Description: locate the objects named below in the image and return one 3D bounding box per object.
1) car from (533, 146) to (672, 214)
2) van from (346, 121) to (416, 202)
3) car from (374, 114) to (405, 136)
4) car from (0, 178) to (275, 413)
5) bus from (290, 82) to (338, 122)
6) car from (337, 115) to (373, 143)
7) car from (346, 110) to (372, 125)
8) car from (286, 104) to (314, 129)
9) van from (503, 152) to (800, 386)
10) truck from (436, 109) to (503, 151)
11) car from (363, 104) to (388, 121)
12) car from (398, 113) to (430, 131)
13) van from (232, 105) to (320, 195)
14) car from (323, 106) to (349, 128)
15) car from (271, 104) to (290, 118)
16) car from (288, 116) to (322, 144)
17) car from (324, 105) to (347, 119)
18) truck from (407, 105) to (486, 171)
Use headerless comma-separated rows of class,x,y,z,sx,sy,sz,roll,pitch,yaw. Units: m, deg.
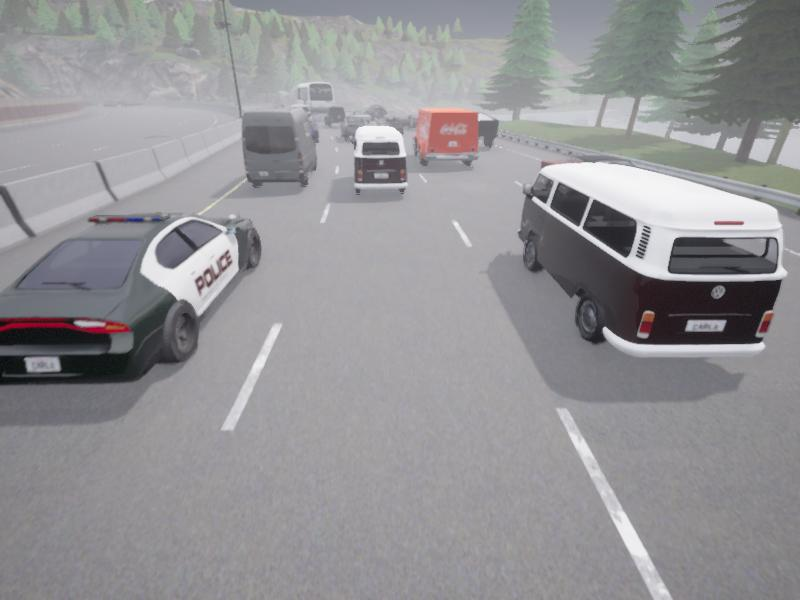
car,6.362,-4.157,13.355,1.895,1.301,4.718,-2,27,-4
van,-0.782,-5.117,14.322,2.069,2.038,4.480,-2,28,-5
car,-0.921,-14.975,34.086,1.816,1.474,4.193,-6,28,-11
car,-3.661,-0.630,6.102,2.038,1.542,4.974,-1,27,-2
bus,-11.344,-25.943,52.229,3.944,4.253,10.273,-10,29,-19
car,-3.416,-12.808,29.800,2.128,1.511,4.902,-5,28,-10
car,-4.823,-21.217,46.360,1.895,1.301,4.718,-8,29,-17
car,-10.244,-18.831,40.834,2.150,2.045,5.566,-7,29,-15
van,3.333,-0.927,6.225,2.069,2.038,4.480,0,27,-1
truck,4.363,-11.501,26.724,2.390,2.098,6.274,-4,28,-9
car,-3.149,-24.112,51.373,1.932,1.855,4.605,-9,29,-18
car,1.291,-17.452,39.125,1.895,1.301,4.718,-7,28,-13
van,-4.439,-6.041,15.517,1.988,2.561,5.915,-2,28,-5
car,-6.548,-18.639,40.676,1.905,1.878,3.866,-7,28,-15
car,-17.032,-26.918,56.936,1.851,1.617,3.988,-11,29,-22
car,-6.713,-12.213,28.585,2.007,1.525,4.514,-5,28,-10
car,-9.060,-26.465,56.251,2.007,1.525,4.514,-10,29,-20
truck,2.024,-8.142,19.781,2.627,2.467,5.204,-3,28,-7
